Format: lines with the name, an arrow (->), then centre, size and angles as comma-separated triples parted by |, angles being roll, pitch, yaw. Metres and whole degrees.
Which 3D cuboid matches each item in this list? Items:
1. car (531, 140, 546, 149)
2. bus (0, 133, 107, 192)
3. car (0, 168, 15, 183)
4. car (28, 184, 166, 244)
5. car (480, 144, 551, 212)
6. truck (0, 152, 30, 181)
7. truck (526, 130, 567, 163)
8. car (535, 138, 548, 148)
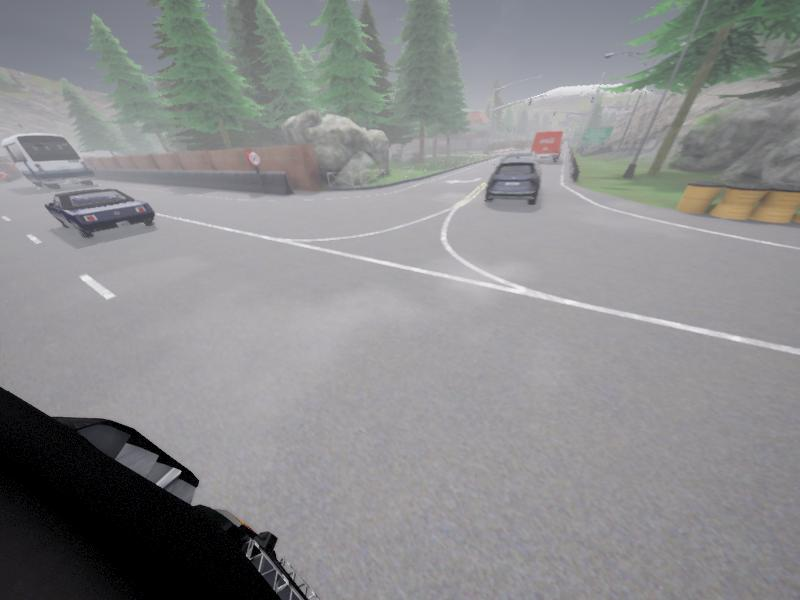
car -> 30.502, -34.268, 50.880 | 2.038, 1.542, 4.974 | 16, 38, 26
bus -> -35.164, -13.637, 22.976 | 10.273, 4.253, 3.944 | 16, 38, 26
car -> -59.547, -18.389, 34.057 | 4.553, 1.767, 2.097 | 22, 41, 32
car -> -11.236, -3.362, 8.573 | 4.718, 1.301, 1.895 | 16, 38, 26
car -> 5.061, -5.489, 10.073 | 2.033, 1.649, 4.856 | 12, 40, 22
truck -> -66.961, -22.423, 38.774 | 8.468, 3.827, 2.891 | 25, 43, 35
truck -> 14.597, -15.213, 22.903 | 2.627, 2.467, 5.204 | 17, 38, 26
car -> 34.701, -38.508, 56.632 | 1.932, 1.855, 4.605 | 16, 38, 26
